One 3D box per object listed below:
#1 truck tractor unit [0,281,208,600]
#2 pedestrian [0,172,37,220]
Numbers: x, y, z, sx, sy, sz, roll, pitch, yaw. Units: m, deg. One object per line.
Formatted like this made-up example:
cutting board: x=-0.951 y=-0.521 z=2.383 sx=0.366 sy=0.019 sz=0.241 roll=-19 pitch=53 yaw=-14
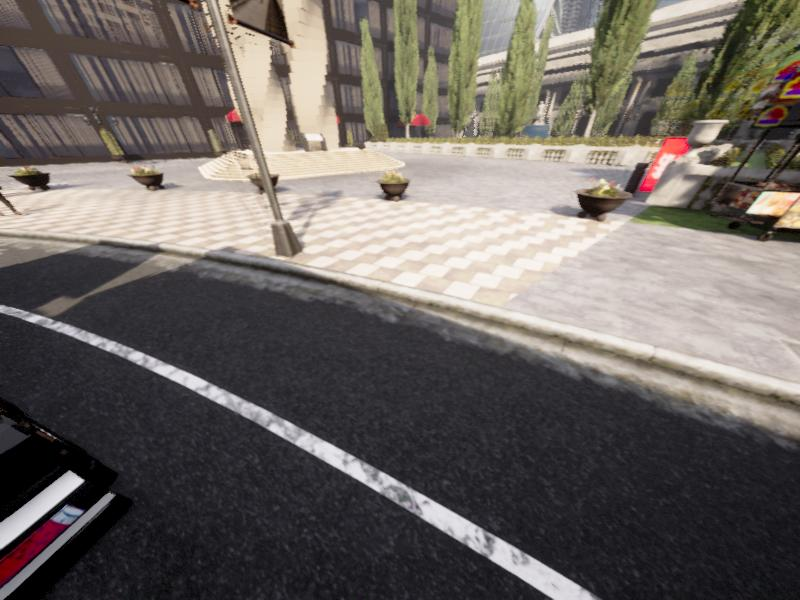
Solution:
truck tractor unit: x=-5.267 y=-0.104 z=0.523 sx=6.516 sy=4.208 sz=3.053 roll=11 pitch=37 yaw=16
pedestrian: x=-13.371 y=-3.661 z=7.441 sx=0.751 sy=1.860 sz=0.751 roll=6 pitch=36 yaw=9
